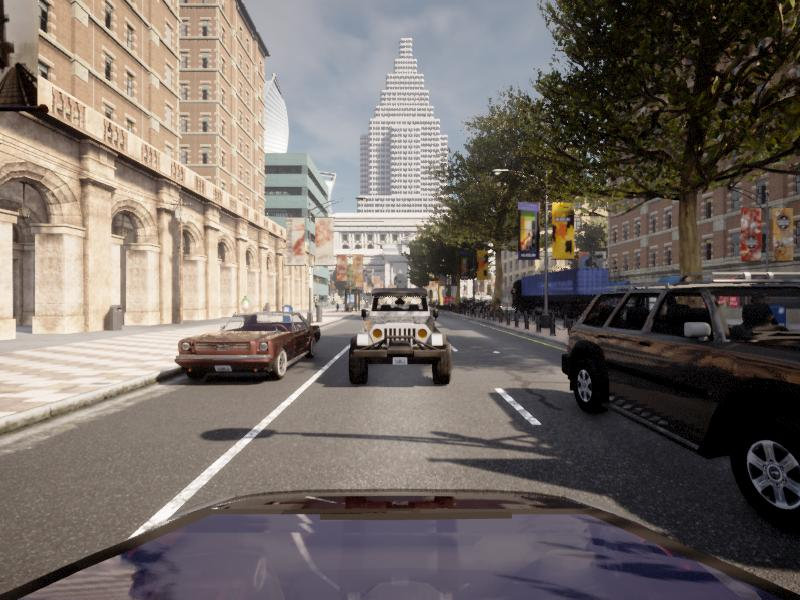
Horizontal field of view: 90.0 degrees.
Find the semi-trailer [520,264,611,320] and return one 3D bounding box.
[{"bbox_3d":[15.003,-0.615,38.191,2.717,4.402,14.254,0,0,0],"label":"semi-trailer"}]

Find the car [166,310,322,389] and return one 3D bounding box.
[{"bbox_3d":[-3.250,0.940,9.526,1.895,1.301,4.718,0,0,0],"label":"car"}]

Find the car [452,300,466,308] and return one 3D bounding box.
[{"bbox_3d":[11.499,0.782,78.580,1.930,1.638,5.238,0,0,0],"label":"car"}]

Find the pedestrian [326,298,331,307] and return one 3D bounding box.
[{"bbox_3d":[-14.342,0.497,80.172,0.751,1.860,0.751,0,0,-28],"label":"pedestrian"}]

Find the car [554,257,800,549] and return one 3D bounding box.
[{"bbox_3d":[3.501,0.653,4.281,1.932,1.855,4.605,0,0,0],"label":"car"}]

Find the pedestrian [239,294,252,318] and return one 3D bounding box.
[{"bbox_3d":[-12.459,0.490,32.260,0.751,1.860,0.751,0,0,0],"label":"pedestrian"}]

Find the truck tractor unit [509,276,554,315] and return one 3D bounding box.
[{"bbox_3d":[15.014,-0.517,46.111,3.053,4.208,6.516,0,0,0],"label":"truck tractor unit"}]

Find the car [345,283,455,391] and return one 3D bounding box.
[{"bbox_3d":[-0.001,0.647,8.885,1.905,1.878,3.866,0,0,0],"label":"car"}]
